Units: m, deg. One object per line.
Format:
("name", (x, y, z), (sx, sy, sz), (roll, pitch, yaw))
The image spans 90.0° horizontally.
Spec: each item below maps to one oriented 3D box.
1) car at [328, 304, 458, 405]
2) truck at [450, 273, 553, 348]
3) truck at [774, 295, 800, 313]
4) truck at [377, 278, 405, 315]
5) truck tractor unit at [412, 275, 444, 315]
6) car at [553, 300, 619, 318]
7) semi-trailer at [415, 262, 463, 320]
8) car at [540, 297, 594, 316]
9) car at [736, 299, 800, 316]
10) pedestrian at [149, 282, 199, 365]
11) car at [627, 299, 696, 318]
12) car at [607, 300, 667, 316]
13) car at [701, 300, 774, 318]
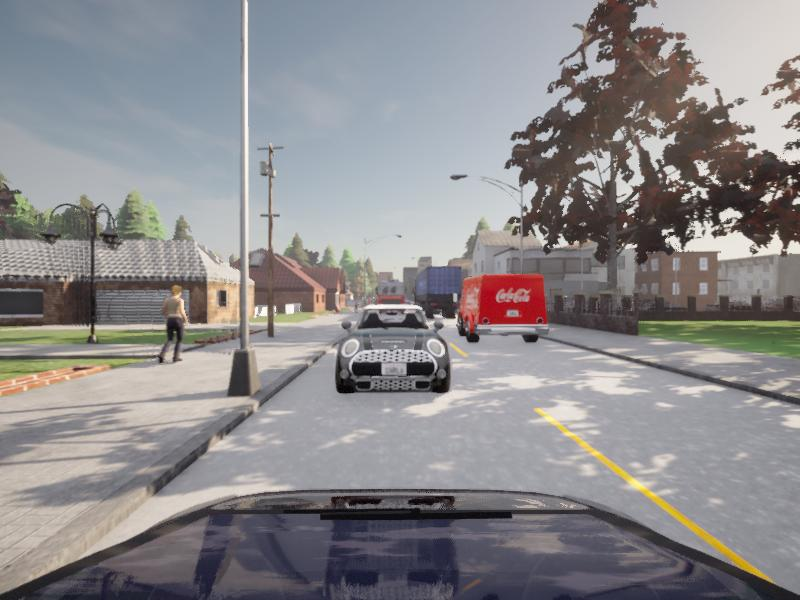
("car", (-0.143, 0.842, 7.929), (1.970, 1.475, 3.806), (0, 0, -1))
("truck", (3.686, 0.334, 15.839), (2.627, 2.467, 5.204), (0, 0, -2))
("truck", (48.062, 0.474, 47.155), (2.390, 2.098, 6.274), (0, 0, 4))
("truck", (-0.988, -0.382, 45.773), (2.891, 3.827, 8.468), (0, 0, -1))
("truck tractor unit", (3.030, -0.582, 45.167), (3.053, 4.208, 6.516), (0, 0, -1))
("car", (16.474, 0.786, 35.694), (4.902, 1.511, 2.128), (0, 0, -1))
("semi-trailer", (3.208, -0.668, 37.257), (2.717, 4.402, 14.254), (0, 0, -1))
("car", (16.494, 0.598, 39.639), (4.605, 1.855, 1.932), (0, 0, -1))
("car", (36.885, 0.718, 40.000), (4.856, 1.649, 2.033), (-1, 0, -1))
("pedestrian", (-5.280, 0.520, 9.373), (0.751, 1.860, 0.751), (0, 0, -1))
("car", (23.205, 0.728, 35.650), (4.856, 1.649, 2.033), (0, 0, -3))
("car", (23.545, 0.788, 39.820), (4.892, 1.490, 1.837), (0, 0, -1))
("car", (30.063, 0.786, 35.742), (4.902, 1.511, 2.128), (0, 0, -4))
